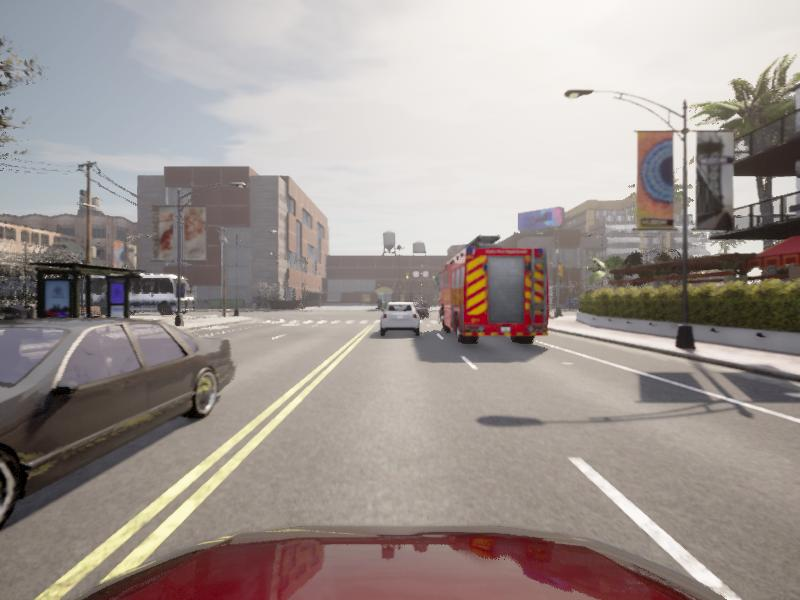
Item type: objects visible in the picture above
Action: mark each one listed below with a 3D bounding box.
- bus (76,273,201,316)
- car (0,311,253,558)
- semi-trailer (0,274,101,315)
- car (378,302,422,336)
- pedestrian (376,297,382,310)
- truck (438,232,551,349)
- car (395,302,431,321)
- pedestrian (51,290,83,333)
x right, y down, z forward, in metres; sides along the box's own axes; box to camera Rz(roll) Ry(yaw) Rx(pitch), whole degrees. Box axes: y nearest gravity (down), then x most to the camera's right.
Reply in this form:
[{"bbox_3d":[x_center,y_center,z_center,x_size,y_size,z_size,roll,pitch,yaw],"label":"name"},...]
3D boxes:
[{"bbox_3d":[-26.560,-0.536,41.082,10.273,4.253,3.944,0,0,1],"label":"bus"},{"bbox_3d":[-3.502,0.894,4.085,2.033,1.411,5.357,0,0,0],"label":"car"},{"bbox_3d":[-41.876,-0.624,45.227,14.254,4.402,2.717,0,0,1],"label":"semi-trailer"},{"bbox_3d":[0.001,0.852,19.682,1.970,1.475,3.806,0,0,0],"label":"car"},{"bbox_3d":[-2.969,0.480,57.086,0.751,1.860,0.751,0,0,-2],"label":"pedestrian"},{"bbox_3d":[3.504,-0.323,17.316,2.891,3.827,8.468,0,0,0],"label":"truck"},{"bbox_3d":[1.141,0.904,32.858,1.994,1.385,4.181,0,0,17],"label":"car"},{"bbox_3d":[-14.647,0.483,17.611,0.751,1.860,0.751,0,0,1],"label":"pedestrian"}]
